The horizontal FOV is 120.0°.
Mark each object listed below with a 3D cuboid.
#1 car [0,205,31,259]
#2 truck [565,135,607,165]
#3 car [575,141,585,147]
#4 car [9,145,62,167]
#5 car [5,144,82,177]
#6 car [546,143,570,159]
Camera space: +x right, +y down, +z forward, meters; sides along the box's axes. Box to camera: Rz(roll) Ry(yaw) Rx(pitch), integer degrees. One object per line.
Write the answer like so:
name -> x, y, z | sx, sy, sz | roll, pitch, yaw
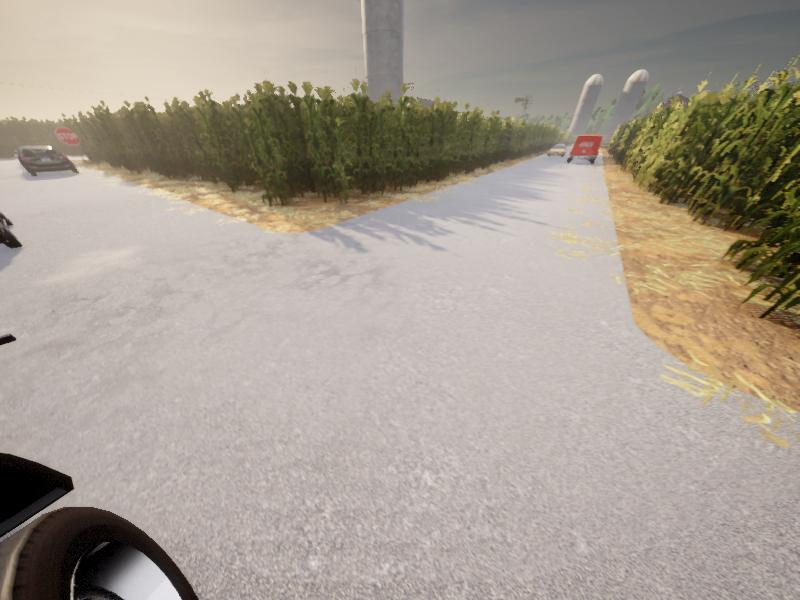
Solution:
car -> -11.127, -1.937, 5.442 | 4.718, 1.301, 1.895 | 21, 40, 27
truck -> 20.546, -16.706, 25.540 | 2.627, 2.467, 5.204 | 22, 41, 28
car -> 54.474, -47.242, 69.816 | 1.837, 1.490, 4.892 | 22, 41, 28
car -> -32.746, -13.007, 20.815 | 3.806, 1.475, 1.970 | 24, 42, 30
car -> -25.602, -10.113, 16.597 | 4.611, 1.667, 2.242 | 22, 41, 28
car -> 21.332, -20.154, 31.087 | 1.801, 1.575, 5.366 | 22, 41, 28
